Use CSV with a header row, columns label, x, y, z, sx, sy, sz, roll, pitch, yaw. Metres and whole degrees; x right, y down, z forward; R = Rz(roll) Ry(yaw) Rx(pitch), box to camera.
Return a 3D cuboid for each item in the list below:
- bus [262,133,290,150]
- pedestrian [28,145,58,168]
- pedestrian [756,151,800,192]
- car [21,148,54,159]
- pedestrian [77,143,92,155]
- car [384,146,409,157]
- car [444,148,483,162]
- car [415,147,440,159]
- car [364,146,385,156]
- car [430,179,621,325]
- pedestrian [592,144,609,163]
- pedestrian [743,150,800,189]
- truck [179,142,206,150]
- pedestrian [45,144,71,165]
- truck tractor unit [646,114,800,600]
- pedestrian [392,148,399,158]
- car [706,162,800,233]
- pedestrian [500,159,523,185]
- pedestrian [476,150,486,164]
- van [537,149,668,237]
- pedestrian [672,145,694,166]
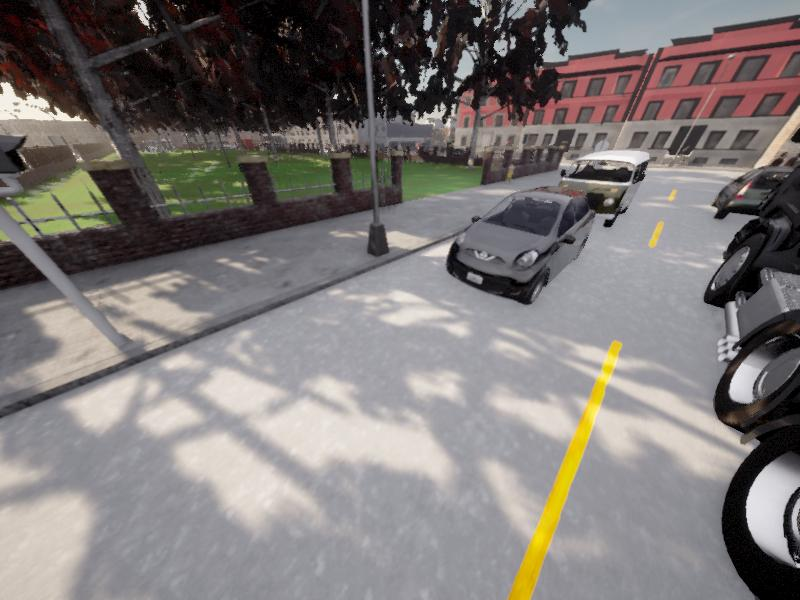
label,x,y,z,sx,sy,sz,roll,pitch,yaw
bus,-40.346,-51.316,74.905,3.944,4.253,10.273,-28,44,-35
pedestrian,-34.120,-13.707,22.105,0.751,1.860,0.751,25,42,32
pedestrian,20.901,-6.993,12.557,0.751,1.860,0.751,25,42,32
car,-59.231,-24.070,37.821,1.994,1.385,4.181,-28,43,-35
pedestrian,-58.546,-28.000,42.877,0.751,1.860,0.751,16,38,22
car,-0.639,-26.462,41.197,2.007,1.525,4.514,-28,43,-35
car,8.953,-20.728,32.892,1.837,1.490,4.892,-29,44,-35
car,4.316,-23.519,36.896,1.789,1.549,3.705,-28,43,-35
car,-4.929,-28.998,44.926,1.970,1.475,3.806,-28,43,-34
car,2.543,-1.331,4.647,3.633,1.501,1.845,-28,43,-35
pedestrian,24.364,-17.804,28.099,0.751,1.860,0.751,-22,40,-29
pedestrian,21.024,-7.357,13.087,0.751,1.860,0.751,-5,35,-8
truck,-70.232,-52.282,78.199,6.274,2.098,2.390,-28,44,-35
pedestrian,-38.136,-16.219,25.756,0.751,1.860,0.751,-28,43,-35
truck tractor unit,4.838,-0.505,1.097,6.516,4.208,3.053,-28,43,-35
pedestrian,-0.751,-22.585,35.530,0.751,1.300,0.751,-28,44,-35
car,12.973,-3.846,8.242,3.988,1.617,1.851,-28,43,-35
pedestrian,6.681,-7.689,13.873,0.751,1.300,0.751,-28,43,-34
pedestrian,9.392,-16.562,26.779,0.751,1.300,0.751,22,40,29
van,7.048,-3.961,8.023,4.480,2.038,2.069,-28,43,-34
pedestrian,30.415,-15.565,24.846,0.751,1.860,0.751,-29,44,-35
